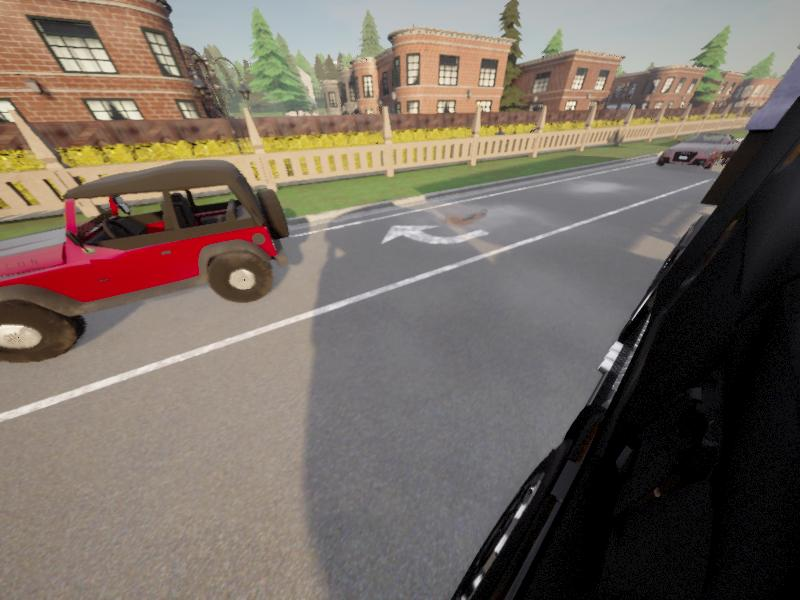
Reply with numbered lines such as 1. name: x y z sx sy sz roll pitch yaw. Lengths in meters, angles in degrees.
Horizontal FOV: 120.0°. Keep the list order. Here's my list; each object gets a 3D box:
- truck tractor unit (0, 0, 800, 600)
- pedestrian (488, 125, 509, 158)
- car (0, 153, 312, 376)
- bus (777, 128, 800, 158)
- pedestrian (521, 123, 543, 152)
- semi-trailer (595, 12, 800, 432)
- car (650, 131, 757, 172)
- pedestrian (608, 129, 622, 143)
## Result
1. truck tractor unit: 2.645 -0.295 0.351 6.516 4.208 3.053 -28 44 -30
2. pedestrian: 6.868 -11.088 16.173 0.751 1.860 0.751 -21 41 -23
3. car: -3.739 -0.883 3.469 3.866 1.878 1.905 -20 40 -22
4. bus: 27.295 -10.665 12.684 10.273 4.253 3.944 -20 40 -22
5. pedestrian: 10.585 -13.056 18.575 0.751 1.860 0.751 -20 40 -22
6. semi-trailer: 8.880 -3.473 4.042 14.254 4.402 2.717 -26 42 -28
7. car: 15.388 -7.643 11.771 4.181 1.385 1.994 -20 40 -22
8. pedestrian: 21.090 -16.108 22.648 0.500 1.100 0.500 -20 40 -22
